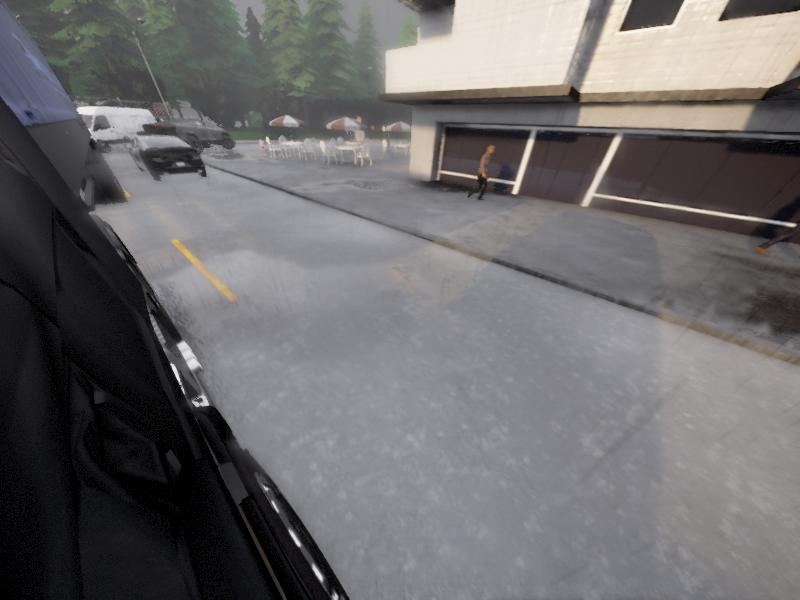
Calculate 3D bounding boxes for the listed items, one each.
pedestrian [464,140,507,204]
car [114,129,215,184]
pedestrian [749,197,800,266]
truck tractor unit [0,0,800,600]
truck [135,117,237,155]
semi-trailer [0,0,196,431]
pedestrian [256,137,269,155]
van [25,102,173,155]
[{"bbox_3d":[2.998,-4.554,8.244,0.751,1.860,0.751,31,45,33],"label":"pedestrian"},{"bbox_3d":[-10.834,-6.702,10.566,5.238,1.638,1.930,28,43,31],"label":"car"},{"bbox_3d":[8.926,-1.743,4.861,0.751,1.860,0.751,25,42,27],"label":"pedestrian"},{"bbox_3d":[-2.645,-0.295,0.352,6.516,4.208,3.053,28,44,30],"label":"truck tractor unit"},{"bbox_3d":[-16.276,-13.060,18.345,2.390,2.098,6.274,0,37,-2],"label":"truck"},{"bbox_3d":[-8.424,-3.778,4.481,14.254,4.402,2.717,31,46,33],"label":"semi-trailer"},{"bbox_3d":[-10.207,-11.413,17.150,0.500,1.100,0.500,-19,42,-26],"label":"pedestrian"},{"bbox_3d":[-20.447,-12.110,16.439,1.988,2.561,5.915,5,37,4],"label":"van"}]
